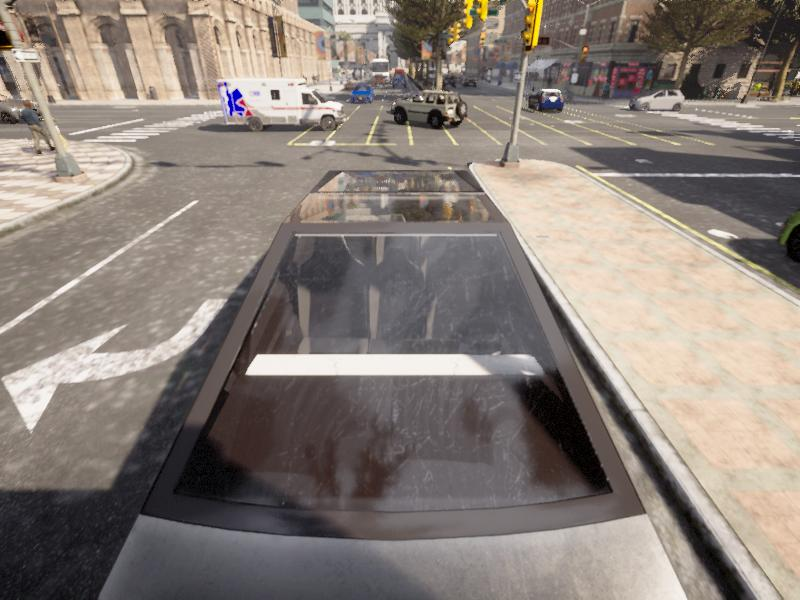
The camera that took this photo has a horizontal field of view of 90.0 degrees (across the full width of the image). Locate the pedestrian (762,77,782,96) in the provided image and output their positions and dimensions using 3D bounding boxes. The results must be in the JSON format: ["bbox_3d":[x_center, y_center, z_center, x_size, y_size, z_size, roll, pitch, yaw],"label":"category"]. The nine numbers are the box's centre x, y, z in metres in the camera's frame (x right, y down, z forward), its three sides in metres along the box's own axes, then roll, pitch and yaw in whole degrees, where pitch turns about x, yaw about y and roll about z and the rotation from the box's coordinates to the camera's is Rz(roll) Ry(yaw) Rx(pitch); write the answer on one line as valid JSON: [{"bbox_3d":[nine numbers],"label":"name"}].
[{"bbox_3d":[41.136,-23.664,44.289,0.751,1.860,0.751,3,30,4],"label":"pedestrian"}]

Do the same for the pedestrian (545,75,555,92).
[{"bbox_3d":[19.194,-27.751,51.276,0.751,1.860,0.751,0,30,1],"label":"pedestrian"}]

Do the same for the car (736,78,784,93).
[{"bbox_3d":[49.505,-29.624,55.156,2.242,1.667,4.611,0,30,0],"label":"car"}]

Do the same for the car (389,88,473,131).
[{"bbox_3d":[1.677,-11.098,23.124,1.932,1.855,4.605,-26,39,-37],"label":"car"}]

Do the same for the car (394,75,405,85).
[{"bbox_3d":[-0.100,-41.282,74.982,1.930,1.638,5.238,0,30,0],"label":"car"}]

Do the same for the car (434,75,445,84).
[{"bbox_3d":[7.893,-44.511,80.661,1.816,1.474,4.193,0,30,0],"label":"car"}]

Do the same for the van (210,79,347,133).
[{"bbox_3d":[-6.207,-10.423,21.424,6.366,2.431,2.351,0,30,0],"label":"van"}]

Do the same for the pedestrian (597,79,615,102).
[{"bbox_3d":[18.956,-19.292,36.810,0.751,1.860,0.751,-2,30,-4],"label":"pedestrian"}]

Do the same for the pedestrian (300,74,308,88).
[{"bbox_3d":[-14.230,-32.572,59.516,0.751,1.860,0.751,2,30,4],"label":"pedestrian"}]

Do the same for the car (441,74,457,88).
[{"bbox_3d":[7.910,-35.724,65.245,1.932,1.855,4.605,0,30,0],"label":"car"}]

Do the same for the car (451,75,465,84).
[{"bbox_3d":[11.397,-43.565,79.084,2.128,1.511,4.902,0,30,0],"label":"car"}]

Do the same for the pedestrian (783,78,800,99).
[{"bbox_3d":[39.244,-21.069,39.851,0.751,1.860,0.751,-16,34,-25],"label":"pedestrian"}]

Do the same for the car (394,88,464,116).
[{"bbox_3d":[2.186,-14.888,29.953,4.974,1.542,2.038,-19,35,-29],"label":"car"}]

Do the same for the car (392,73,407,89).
[{"bbox_3d":[-0.088,-34.350,62.733,2.150,2.045,5.566,0,30,0],"label":"car"}]

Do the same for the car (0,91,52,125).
[{"bbox_3d":[-24.861,-11.806,24.536,4.611,1.667,2.242,0,30,0],"label":"car"}]

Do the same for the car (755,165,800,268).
[{"bbox_3d":[7.967,-0.602,5.523,2.007,1.525,4.514,0,30,0],"label":"car"}]

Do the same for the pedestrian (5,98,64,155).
[{"bbox_3d":[-13.405,-6.391,14.740,0.751,1.860,0.751,-2,30,-4],"label":"pedestrian"}]

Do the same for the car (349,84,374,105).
[{"bbox_3d":[-3.557,-19.672,38.124,1.882,1.535,5.008,0,30,0],"label":"car"}]

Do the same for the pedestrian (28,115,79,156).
[{"bbox_3d":[-12.681,-6.039,14.691,0.751,1.300,0.751,1,30,2],"label":"pedestrian"}]

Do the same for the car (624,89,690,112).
[{"bbox_3d":[19.738,-15.419,30.862,3.633,1.501,1.845,0,30,0],"label":"car"}]

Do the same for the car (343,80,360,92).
[{"bbox_3d":[-6.831,-30.348,56.612,1.895,1.301,4.718,0,30,0],"label":"car"}]

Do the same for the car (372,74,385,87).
[{"bbox_3d":[-3.593,-36.955,67.354,1.905,1.878,3.866,0,30,0],"label":"car"}]

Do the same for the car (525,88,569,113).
[{"bbox_3d":[11.440,-15.767,31.508,1.970,1.475,3.806,0,30,0],"label":"car"}]

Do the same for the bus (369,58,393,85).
[{"bbox_3d":[-3.481,-43.816,76.720,3.944,4.253,10.273,0,30,0],"label":"bus"}]

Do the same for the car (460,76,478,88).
[{"bbox_3d":[11.410,-36.171,66.297,2.038,1.542,4.974,0,30,0],"label":"car"}]

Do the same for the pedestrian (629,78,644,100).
[{"bbox_3d":[23.068,-20.592,39.033,0.751,1.860,0.751,21,36,31],"label":"pedestrian"}]

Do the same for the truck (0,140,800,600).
[{"bbox_3d":[-0.029,0.146,3.672,2.390,2.098,6.274,0,30,0],"label":"truck"}]

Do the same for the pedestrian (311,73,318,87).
[{"bbox_3d":[-13.810,-35.481,64.491,0.751,1.860,0.751,0,30,0],"label":"pedestrian"}]
